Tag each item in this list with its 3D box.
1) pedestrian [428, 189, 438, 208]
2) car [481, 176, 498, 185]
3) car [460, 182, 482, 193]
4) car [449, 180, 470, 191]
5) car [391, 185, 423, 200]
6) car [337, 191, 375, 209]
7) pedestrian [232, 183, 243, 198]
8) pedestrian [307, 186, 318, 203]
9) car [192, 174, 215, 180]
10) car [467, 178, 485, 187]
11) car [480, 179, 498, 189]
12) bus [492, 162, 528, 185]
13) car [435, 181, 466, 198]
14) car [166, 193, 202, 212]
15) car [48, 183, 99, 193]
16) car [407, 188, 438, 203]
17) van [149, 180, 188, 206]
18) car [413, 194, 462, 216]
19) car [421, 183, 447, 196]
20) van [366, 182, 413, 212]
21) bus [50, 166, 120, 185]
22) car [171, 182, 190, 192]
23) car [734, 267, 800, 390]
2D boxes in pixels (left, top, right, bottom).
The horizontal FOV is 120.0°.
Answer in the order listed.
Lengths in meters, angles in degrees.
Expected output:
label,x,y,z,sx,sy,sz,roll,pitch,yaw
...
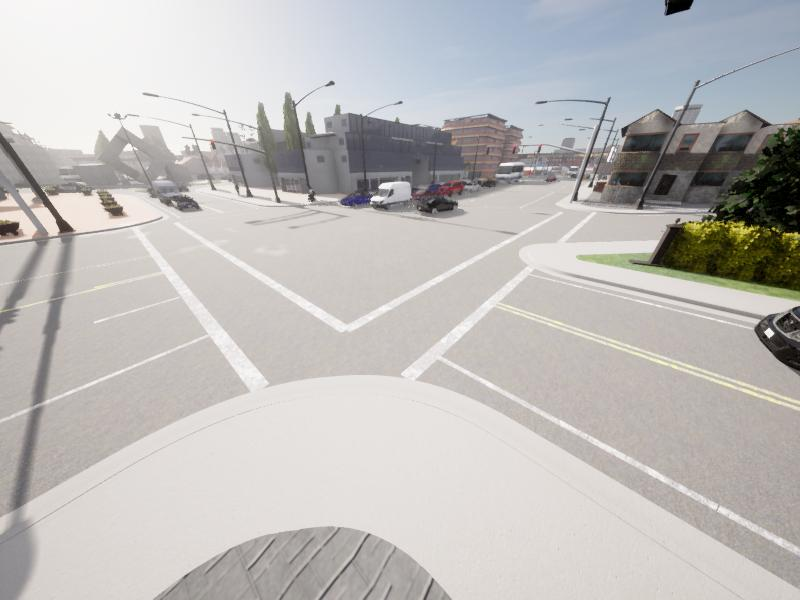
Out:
label,x,y,z,sx,sy,sz,roll,pitch,yaw
pedestrian,3.782,-11.664,26.575,0.751,1.860,0.751,13,32,21
car,21.367,-28.613,55.044,1.882,1.535,5.008,23,38,34
car,12.812,-20.326,41.678,1.812,1.442,4.674,23,38,34
car,11.672,-22.437,45.190,1.837,1.490,4.892,23,38,34
car,1.156,-16.030,34.340,1.930,1.638,5.238,23,37,34
car,-5.217,-12.164,27.902,1.816,1.474,4.193,24,38,35
pedestrian,-24.176,-16.335,34.397,0.751,1.860,0.751,-20,36,-31
pedestrian,-11.021,-13.257,29.058,0.751,1.860,0.751,7,31,12
car,-69.602,-43.634,81.848,5.566,2.045,2.150,-2,30,-4
car,16.489,-25.427,50.113,1.994,1.385,4.181,24,39,35
car,18.111,-23.679,47.074,1.816,1.474,4.193,23,39,34
bus,26.028,-29.808,54.278,3.944,4.253,10.273,23,38,34
car,8.046,-17.633,36.635,2.150,2.045,5.566,23,37,34
car,-24.281,-11.043,25.962,4.193,1.474,1.816,23,37,34
car,-60.523,-20.893,42.970,4.974,1.542,2.038,-10,31,-16
car,3.182,-14.408,31.735,1.812,1.442,4.674,23,37,34
van,-29.986,-13.922,29.886,5.915,2.561,1.988,23,37,34
car,3.909,-9.889,23.880,5.008,1.535,1.882,-21,36,-31
car,5.904,-18.869,39.275,1.882,1.535,5.008,23,38,34
van,-1.028,-12.050,26.629,1.988,2.561,5.915,20,35,30
bus,-87.841,-35.163,64.955,3.944,4.253,10.273,3,30,6
car,-43.815,-22.727,46.281,2.033,1.411,5.357,-20,35,-30
car,11.035,1.388,3.860,5.566,2.045,2.150,23,37,34
